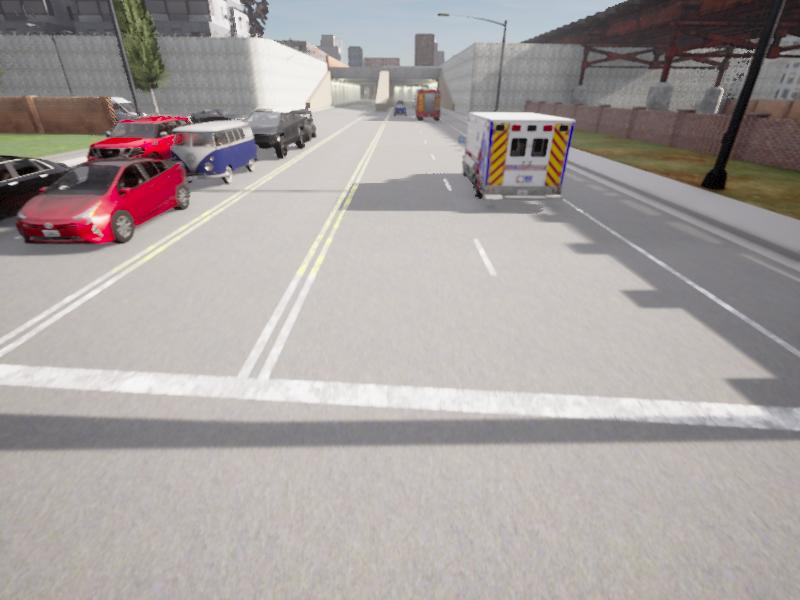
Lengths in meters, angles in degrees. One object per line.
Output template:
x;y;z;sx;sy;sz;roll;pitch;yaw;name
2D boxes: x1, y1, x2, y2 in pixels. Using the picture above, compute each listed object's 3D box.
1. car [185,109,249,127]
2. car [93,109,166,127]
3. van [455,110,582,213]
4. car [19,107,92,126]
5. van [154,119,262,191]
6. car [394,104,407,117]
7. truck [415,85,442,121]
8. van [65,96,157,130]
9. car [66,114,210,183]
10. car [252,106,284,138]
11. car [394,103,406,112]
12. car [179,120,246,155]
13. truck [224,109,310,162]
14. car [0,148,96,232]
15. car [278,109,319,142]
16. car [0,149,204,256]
-17.497;-17.519;38.479;4.902;1.511;2.128;0;27;0;car
-25.887;-17.499;38.432;5.357;1.411;2.033;0;27;-1;car
3.518;-5.035;13.717;2.351;2.431;6.366;0;27;0;van
-32.905;-17.563;38.326;4.892;1.490;1.837;1;27;-1;car
-6.984;-5.651;15.217;1.775;1.987;4.442;0;27;0;van
0.037;-28.239;59.438;1.882;1.535;5.008;0;27;0;car
3.547;-25.545;51.805;2.891;3.827;8.468;0;27;0;truck
-25.169;-16.393;35.065;5.915;2.561;1.988;0;27;-1;van
-10.440;-6.514;16.759;2.150;2.045;5.566;1;27;0;car
-10.541;-14.230;31.826;1.932;1.855;4.605;-10;31;-17;car
0.045;-34.510;71.688;2.033;1.411;5.357;0;27;0;car
-10.530;-9.363;22.880;1.970;1.475;3.806;0;27;-1;car
-6.889;-9.093;21.741;2.390;2.098;6.274;1;27;1;truck
-10.489;-2.750;10.091;1.837;1.490;4.892;0;27;0;car
-7.088;-12.385;28.320;1.905;1.878;3.866;0;27;-1;car
-6.987;-2.628;9.878;2.007;1.525;4.514;0;27;0;car
